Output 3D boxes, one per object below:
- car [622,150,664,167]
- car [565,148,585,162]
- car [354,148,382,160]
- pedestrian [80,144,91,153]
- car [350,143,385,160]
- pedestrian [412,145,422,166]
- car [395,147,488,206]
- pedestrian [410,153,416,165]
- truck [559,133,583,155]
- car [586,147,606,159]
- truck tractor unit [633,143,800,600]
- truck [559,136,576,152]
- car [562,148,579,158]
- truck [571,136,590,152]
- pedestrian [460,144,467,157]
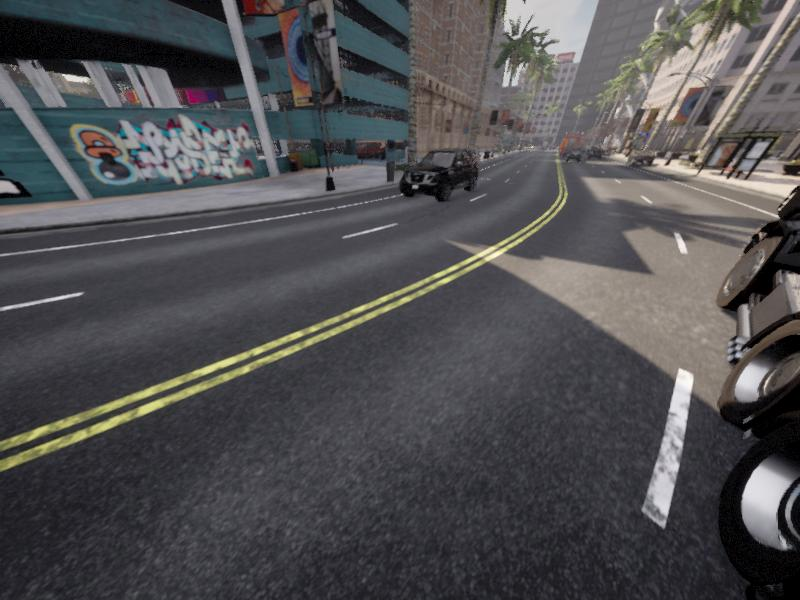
[{"bbox_3d":[29.172,-17.229,27.981,2.231,1.521,4.892,17,38,24],"label":"car"},{"bbox_3d":[25.559,-21.221,33.809,1.789,1.549,3.705,17,38,24],"label":"car"},{"bbox_3d":[-4.954,-23.175,36.569,2.007,1.523,4.514,17,38,24],"label":"car"},{"bbox_3d":[-75.924,-36.612,55.728,0.751,1.860,0.751,21,40,28],"label":"pedestrian"},{"bbox_3d":[-4.983,-23.470,36.306,2.435,2.045,5.566,17,38,24],"label":"car"},{"bbox_3d":[1.861,-15.855,25.360,0.751,1.860,0.751,11,36,15],"label":"pedestrian"},{"bbox_3d":[2.319,-6.597,11.946,2.150,2.045,5.566,23,41,29],"label":"car"},{"bbox_3d":[1.423,-15.877,26.066,0.500,1.100,0.500,16,37,21],"label":"pedestrian"},{"bbox_3d":[37.808,-34.575,51.343,2.891,3.827,8.468,17,38,24],"label":"truck"},{"bbox_3d":[33.365,-25.094,39.433,1.851,1.617,3.988,17,38,24],"label":"car"},{"bbox_3d":[4.892,-0.471,1.048,6.516,4.208,3.053,-26,42,-33],"label":"truck tractor unit"},{"bbox_3d":[52.605,-49.237,72.815,2.891,3.827,8.468,18,38,24],"label":"truck"},{"bbox_3d":[32.162,-27.842,43.667,1.994,1.385,4.181,17,38,24],"label":"car"},{"bbox_3d":[55.662,-48.275,71.408,2.891,3.827,8.468,18,38,24],"label":"truck"},{"bbox_3d":[10.999,-25.880,40.040,0.751,1.860,0.751,18,38,24],"label":"pedestrian"}]
